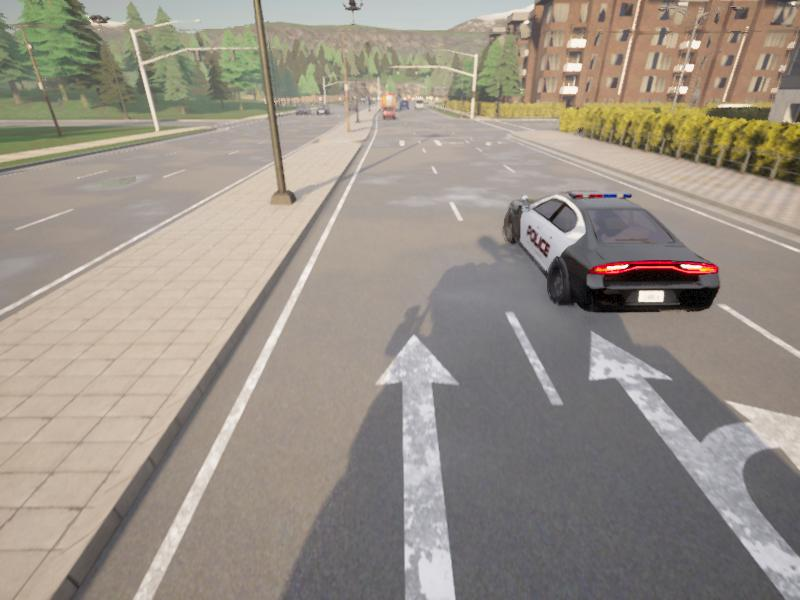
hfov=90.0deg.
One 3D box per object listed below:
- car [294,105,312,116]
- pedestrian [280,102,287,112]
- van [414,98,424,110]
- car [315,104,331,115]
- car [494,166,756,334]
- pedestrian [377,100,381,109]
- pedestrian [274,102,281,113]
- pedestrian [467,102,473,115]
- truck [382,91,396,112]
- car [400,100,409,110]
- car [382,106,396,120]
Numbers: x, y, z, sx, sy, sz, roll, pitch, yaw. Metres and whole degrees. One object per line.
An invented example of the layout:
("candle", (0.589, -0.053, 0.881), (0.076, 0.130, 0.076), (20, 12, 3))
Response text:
("car", (-17.095, -33.534, 70.679), (2.038, 1.542, 4.974), (-1, 27, -1))
("pedestrian", (-22.439, -37.211, 77.123), (0.751, 1.860, 0.751), (0, 27, 0))
("van", (4.577, -47.132, 96.067), (1.988, 2.561, 5.915), (0, 27, 0))
("car", (-13.632, -33.852, 71.176), (2.033, 1.649, 4.856), (-1, 27, -1))
("car", (3.442, -1.340, 7.594), (2.038, 1.542, 4.974), (0, 27, 0))
("pedestrian", (-5.083, -46.470, 95.176), (0.751, 1.860, 0.751), (-6, 28, -11))
("pedestrian", (-22.427, -35.195, 73.177), (0.751, 1.860, 0.751), (-1, 27, -1))
("pedestrian", (11.608, -31.720, 66.237), (0.751, 1.860, 0.751), (-1, 27, -1))
("truck", (-2.304, -42.514, 85.652), (2.891, 3.827, 8.468), (0, 27, 0))
("car", (1.046, -48.038, 98.396), (2.150, 2.045, 5.566), (0, 27, 0))
("car", (-1.659, -27.396, 58.509), (1.851, 1.617, 3.988), (-1, 27, -2))
